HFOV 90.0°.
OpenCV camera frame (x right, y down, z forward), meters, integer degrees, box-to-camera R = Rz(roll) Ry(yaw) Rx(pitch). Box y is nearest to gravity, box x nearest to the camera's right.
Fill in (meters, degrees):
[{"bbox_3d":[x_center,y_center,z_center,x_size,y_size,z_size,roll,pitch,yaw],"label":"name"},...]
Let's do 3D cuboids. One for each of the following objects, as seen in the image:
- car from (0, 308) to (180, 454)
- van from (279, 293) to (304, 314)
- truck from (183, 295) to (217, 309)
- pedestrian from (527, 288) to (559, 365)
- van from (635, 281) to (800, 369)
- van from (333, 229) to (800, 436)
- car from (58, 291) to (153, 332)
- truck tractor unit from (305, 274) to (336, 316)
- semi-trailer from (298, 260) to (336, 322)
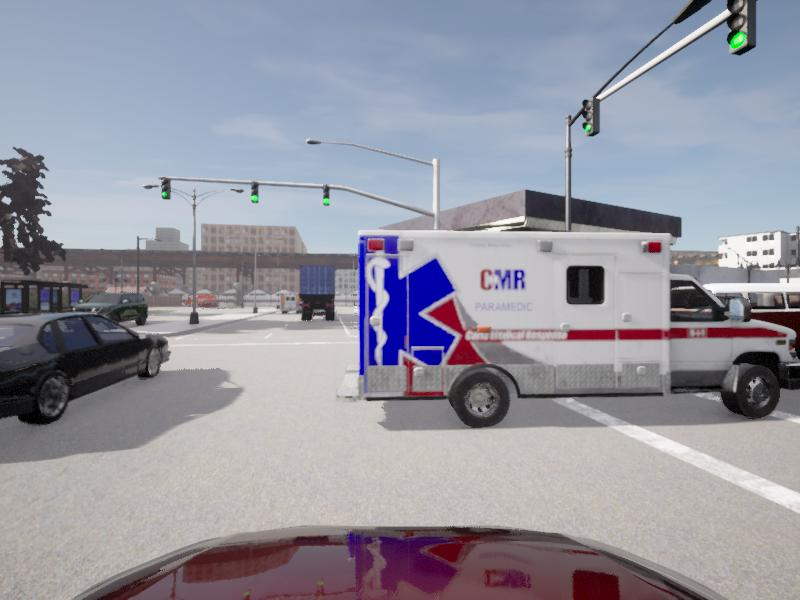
[{"bbox_3d":[-5.578,0.895,6.334,2.033,1.411,5.357,0,0,-10],"label":"car"},{"bbox_3d":[-12.915,0.377,48.171,2.351,2.431,6.366,0,0,-10],"label":"van"},{"bbox_3d":[-38.336,0.362,76.707,5.204,2.467,2.627,0,0,-10],"label":"truck"},{"bbox_3d":[3.637,0.637,10.160,0.751,1.860,0.751,0,0,21],"label":"pedestrian"},{"bbox_3d":[9.007,0.571,10.666,4.480,2.038,2.069,0,0,-12],"label":"van"},{"bbox_3d":[2.317,0.378,6.078,6.366,2.431,2.351,0,0,-4],"label":"van"},{"bbox_3d":[-16.637,0.568,23.057,2.150,2.045,5.566,0,0,-10],"label":"car"},{"bbox_3d":[-8.571,-0.519,43.633,3.053,4.208,6.516,0,0,-10],"label":"truck tractor unit"},{"bbox_3d":[-7.199,-0.618,35.840,2.717,4.402,14.254,0,0,-10],"label":"semi-trailer"}]
